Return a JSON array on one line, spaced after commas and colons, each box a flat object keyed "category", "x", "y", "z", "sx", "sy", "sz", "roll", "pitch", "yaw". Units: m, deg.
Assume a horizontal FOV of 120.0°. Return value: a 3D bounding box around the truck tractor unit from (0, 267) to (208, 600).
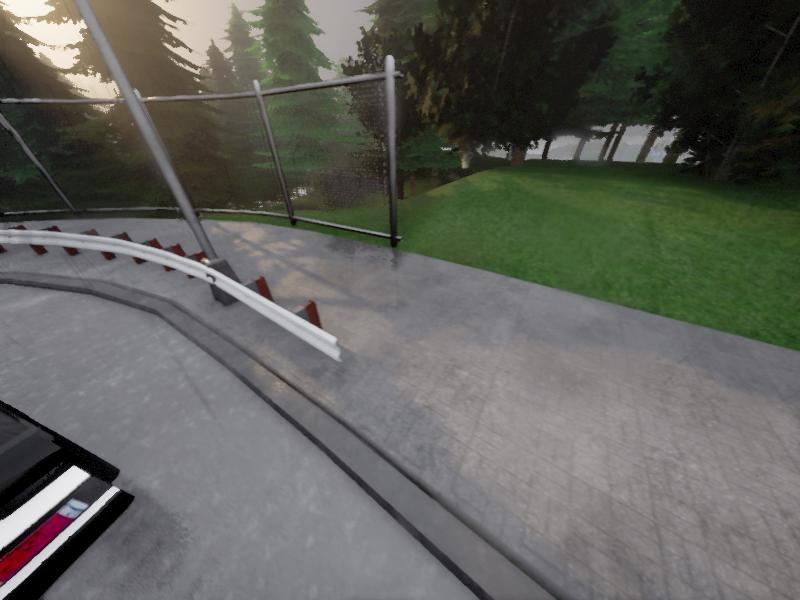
[{"category": "truck tractor unit", "x": -5.270, "y": -0.097, "z": 0.483, "sx": 6.516, "sy": 4.208, "sz": 3.053, "roll": 11, "pitch": 36, "yaw": 15}]
